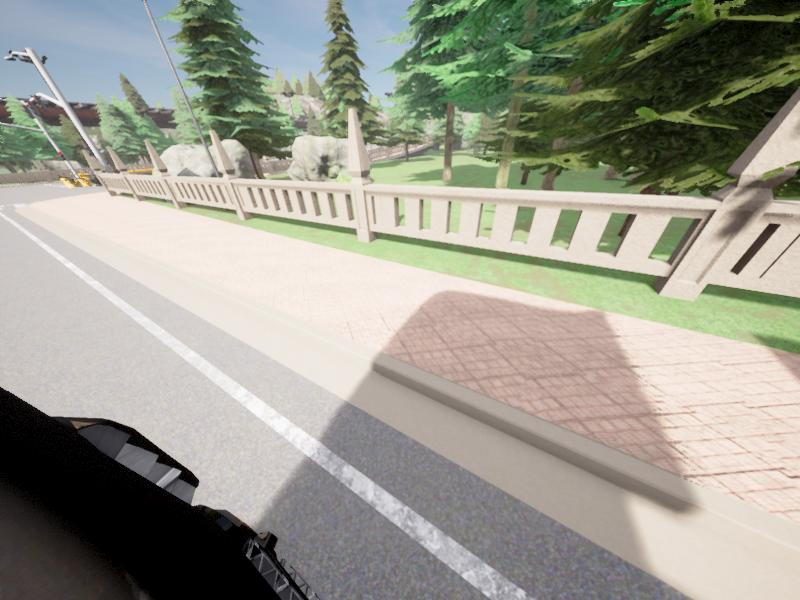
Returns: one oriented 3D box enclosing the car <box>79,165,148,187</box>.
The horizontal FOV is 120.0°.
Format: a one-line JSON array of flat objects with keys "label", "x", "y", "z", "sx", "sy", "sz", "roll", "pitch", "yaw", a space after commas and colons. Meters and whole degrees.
[{"label": "car", "x": -34.057, "y": -14.892, "z": 27.650, "sx": 2.097, "sy": 1.767, "sz": 4.553, "roll": 16, "pitch": 38, "yaw": 26}]
